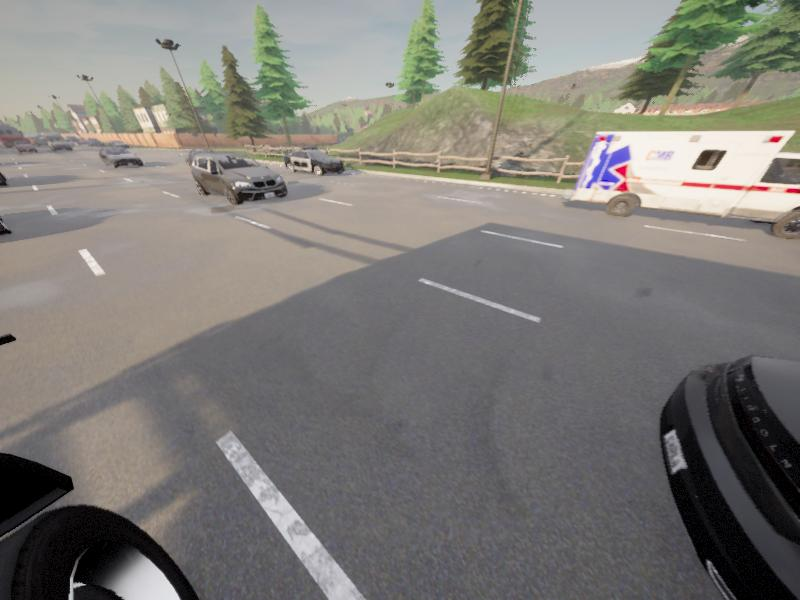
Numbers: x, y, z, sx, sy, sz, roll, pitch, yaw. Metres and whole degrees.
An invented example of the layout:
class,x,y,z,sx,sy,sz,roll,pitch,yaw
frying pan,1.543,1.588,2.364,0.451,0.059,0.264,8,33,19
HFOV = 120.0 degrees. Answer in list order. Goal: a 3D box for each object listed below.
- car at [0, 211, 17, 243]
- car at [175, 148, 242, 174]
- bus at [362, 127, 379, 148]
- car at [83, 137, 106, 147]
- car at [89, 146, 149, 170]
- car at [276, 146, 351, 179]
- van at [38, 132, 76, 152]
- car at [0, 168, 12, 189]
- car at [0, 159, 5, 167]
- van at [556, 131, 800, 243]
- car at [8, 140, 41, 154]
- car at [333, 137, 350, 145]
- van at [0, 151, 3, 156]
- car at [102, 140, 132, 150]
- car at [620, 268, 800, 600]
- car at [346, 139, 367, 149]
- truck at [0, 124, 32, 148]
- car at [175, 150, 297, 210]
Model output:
class,x,y,z,sx,sy,sz,roll,pitch,yaw
car,-12.337,-2.332,5.901,4.181,1.385,1.994,21,40,26
car,-14.979,-10.941,18.054,5.357,1.411,2.033,22,41,28
bus,-7.831,-43.486,61.774,3.944,4.253,10.273,-2,36,-5
car,-69.158,-35.710,52.273,4.553,1.767,2.097,22,41,28
car,-23.931,-12.135,19.657,5.357,1.411,2.033,22,41,28
car,-6.161,-9.903,16.457,5.238,1.638,1.930,22,41,28
van,-55.134,-25.357,37.088,5.915,2.561,1.988,22,41,28
car,-22.583,-6.751,11.841,5.027,1.651,2.152,22,41,28
car,-36.026,-12.188,19.534,4.792,1.488,2.163,22,41,28
van,9.269,-3.916,7.445,6.366,2.431,2.351,22,41,28
car,-54.069,-22.047,33.281,3.633,1.501,1.845,22,41,28
car,-20.320,-55.066,79.978,5.566,2.045,2.150,22,41,28
van,-54.459,-20.109,29.754,6.366,2.431,2.351,22,41,28
car,-54.522,-29.893,44.516,5.357,1.411,2.033,18,39,23
car,3.861,1.644,0.316,4.892,1.490,1.837,23,41,27
car,-9.774,-35.058,51.939,2.097,1.767,4.553,18,39,24
truck,-78.727,-33.064,46.653,8.468,3.827,2.891,22,41,28
car,-7.045,-5.348,9.967,4.611,1.667,2.242,22,41,28
